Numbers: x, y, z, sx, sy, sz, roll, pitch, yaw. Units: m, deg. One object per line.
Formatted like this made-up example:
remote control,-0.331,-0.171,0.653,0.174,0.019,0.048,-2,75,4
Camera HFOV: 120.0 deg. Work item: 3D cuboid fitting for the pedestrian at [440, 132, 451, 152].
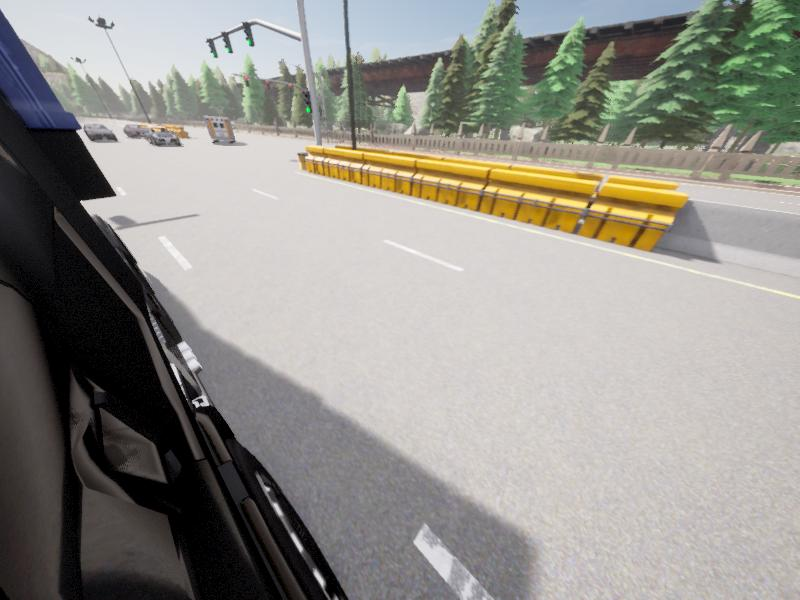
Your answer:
pedestrian,5.239,-18.158,26.607,0.751,1.860,0.751,29,44,30

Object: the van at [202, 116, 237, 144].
van,-21.729,-20.521,27.867,2.351,2.431,6.366,-18,41,-27

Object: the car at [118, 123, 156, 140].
car,-31.424,-20.122,27.579,4.181,1.385,1.994,27,43,29

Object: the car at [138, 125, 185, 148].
car,-22.224,-15.247,21.523,3.806,1.475,1.970,28,44,30

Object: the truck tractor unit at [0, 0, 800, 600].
truck tractor unit,-2.645,-0.295,0.351,6.516,4.208,3.053,28,44,30

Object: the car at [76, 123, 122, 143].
car,-29.931,-16.639,22.965,5.357,1.411,2.033,28,44,30

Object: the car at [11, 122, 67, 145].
car,-30.351,-14.110,19.554,4.181,1.385,1.994,28,44,30

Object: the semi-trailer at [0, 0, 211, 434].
semi-trailer,-9.420,-2.978,3.355,14.254,4.402,2.717,19,39,20
